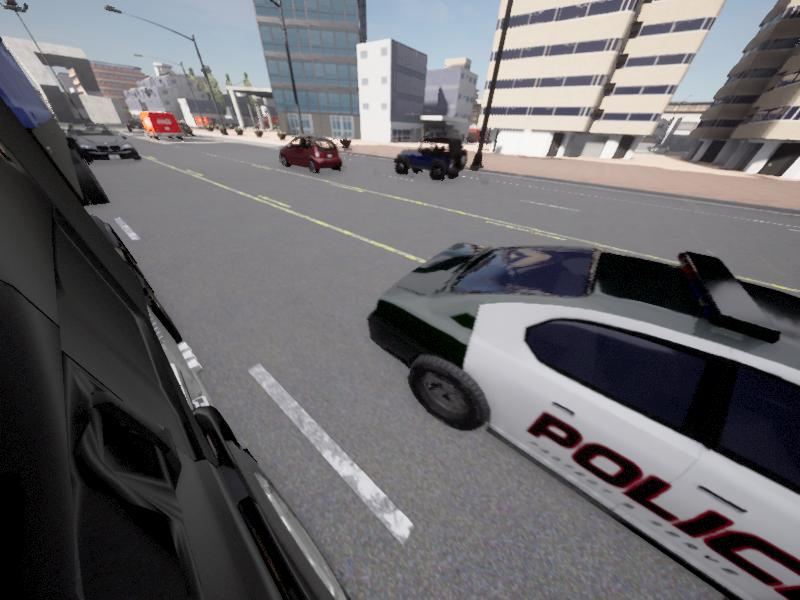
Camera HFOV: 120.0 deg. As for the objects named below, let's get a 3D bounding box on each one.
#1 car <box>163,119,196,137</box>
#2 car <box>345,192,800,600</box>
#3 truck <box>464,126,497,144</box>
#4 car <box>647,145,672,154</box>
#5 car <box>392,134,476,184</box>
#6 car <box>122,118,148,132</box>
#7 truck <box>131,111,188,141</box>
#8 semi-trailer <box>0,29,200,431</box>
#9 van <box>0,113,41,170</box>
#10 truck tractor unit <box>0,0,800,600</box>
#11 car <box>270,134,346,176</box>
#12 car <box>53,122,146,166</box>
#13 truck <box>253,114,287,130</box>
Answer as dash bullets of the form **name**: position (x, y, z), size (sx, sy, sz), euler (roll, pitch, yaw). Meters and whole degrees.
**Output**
- **car**: position (-30.604, -23.869, 32.033), size (4.605, 1.855, 1.932), euler (29, 44, 31)
- **car**: position (2.160, 0.666, 1.612), size (4.974, 1.542, 2.038), euler (27, 43, 28)
- **truck**: position (24.722, -51.087, 71.430), size (8.468, 3.827, 2.891), euler (26, 43, 27)
- **car**: position (63.780, -37.054, 56.800), size (3.633, 1.501, 1.845), euler (24, 42, 28)
- **car**: position (1.660, -7.707, 12.475), size (3.866, 1.878, 1.905), euler (26, 43, 28)
- **car**: position (-42.647, -28.258, 37.351), size (2.152, 1.651, 5.027), euler (-26, 45, -32)
- **truck**: position (-27.113, -19.616, 26.078), size (5.204, 2.467, 2.627), euler (27, 43, 28)
- **semi-trailer**: position (-8.630, -3.652, 4.291), size (14.254, 4.402, 2.717), euler (29, 44, 30)
- **van**: position (-19.236, -7.515, 10.809), size (4.442, 1.987, 1.775), euler (26, 43, 28)
- **truck tractor unit**: position (-2.645, -0.295, 0.351), size (6.516, 4.208, 3.053), euler (28, 44, 30)
- **car**: position (-5.181, -8.341, 13.124), size (3.988, 1.617, 1.851), euler (26, 43, 28)
- **car**: position (-17.042, -8.952, 13.132), size (4.611, 1.667, 2.242), euler (26, 43, 28)
- **truck**: position (-41.694, -57.377, 74.488), size (2.891, 3.827, 8.468), euler (26, 42, 27)
